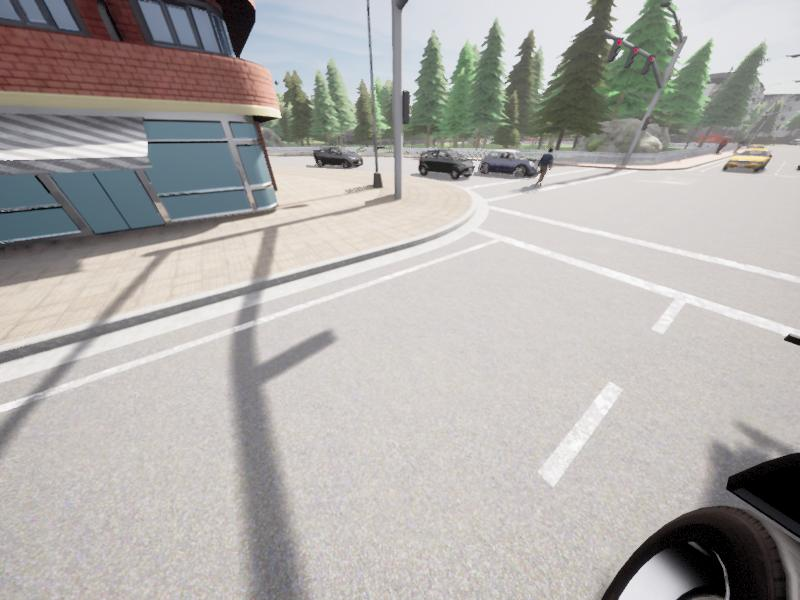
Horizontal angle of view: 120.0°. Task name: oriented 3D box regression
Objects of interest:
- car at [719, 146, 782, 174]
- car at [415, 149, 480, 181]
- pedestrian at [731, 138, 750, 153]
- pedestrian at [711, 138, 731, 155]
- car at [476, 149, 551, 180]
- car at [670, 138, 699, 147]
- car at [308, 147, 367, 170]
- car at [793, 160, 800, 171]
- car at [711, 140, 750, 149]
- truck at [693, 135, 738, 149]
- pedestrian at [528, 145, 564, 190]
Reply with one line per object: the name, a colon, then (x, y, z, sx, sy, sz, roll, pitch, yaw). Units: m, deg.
car: (27.836, -11.214, 18.324, 5.366, 1.575, 1.801, -21, 40, -27)
car: (3.033, -9.057, 15.328, 3.705, 1.549, 1.789, 28, 44, 34)
pedestrian: (50.060, -22.703, 33.970, 0.751, 1.860, 0.751, -20, 40, -26)
pedestrian: (44.162, -21.113, 31.747, 0.751, 1.860, 0.751, -21, 40, -27)
car: (7.498, -9.230, 15.615, 1.970, 1.475, 3.806, -28, 44, -34)
car: (71.551, -39.633, 58.198, 1.905, 1.878, 3.866, -21, 40, -27)
car: (-5.493, -12.620, 20.463, 4.514, 1.525, 2.007, 15, 38, 21)
car: (33.602, -11.084, 18.194, 4.792, 1.488, 2.163, -22, 41, -28)
car: (75.810, -35.774, 53.062, 2.128, 1.511, 4.902, -21, 40, -27)
truck: (71.713, -36.094, 52.645, 2.627, 2.467, 5.204, -21, 40, -27)
pedestrian: (7.252, -6.639, 11.566, 0.751, 1.860, 0.751, -21, 40, -27)
